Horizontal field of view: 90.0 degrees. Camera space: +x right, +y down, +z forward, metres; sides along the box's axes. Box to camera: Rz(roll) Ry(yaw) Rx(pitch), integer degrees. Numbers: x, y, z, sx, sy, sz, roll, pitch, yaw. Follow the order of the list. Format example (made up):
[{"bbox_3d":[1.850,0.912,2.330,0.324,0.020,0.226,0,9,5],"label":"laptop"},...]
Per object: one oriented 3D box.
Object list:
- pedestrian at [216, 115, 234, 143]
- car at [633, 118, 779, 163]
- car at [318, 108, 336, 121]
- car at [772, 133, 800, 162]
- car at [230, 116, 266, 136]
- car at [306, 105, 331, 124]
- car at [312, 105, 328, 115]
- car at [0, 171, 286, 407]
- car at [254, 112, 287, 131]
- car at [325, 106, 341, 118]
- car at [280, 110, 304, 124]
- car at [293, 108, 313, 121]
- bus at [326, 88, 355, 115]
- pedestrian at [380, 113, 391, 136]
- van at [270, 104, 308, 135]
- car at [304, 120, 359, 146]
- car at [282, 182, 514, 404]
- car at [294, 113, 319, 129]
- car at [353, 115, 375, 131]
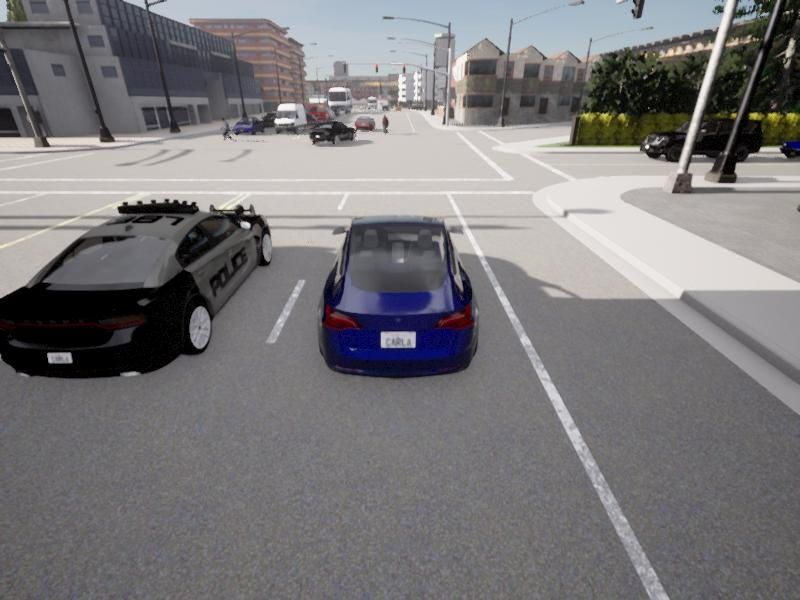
[{"bbox_3d":[-13.332,-13.060,30.556,0.751,1.860,0.751,-20,33,-34],"label":"pedestrian"},{"bbox_3d":[15.946,-8.480,21.174,5.566,2.045,2.150,0,26,0],"label":"car"},{"bbox_3d":[-10.883,-27.852,59.961,1.812,1.442,4.674,0,28,0],"label":"car"},{"bbox_3d":[23.279,-8.137,21.327,4.718,1.301,1.895,0,26,0],"label":"car"},{"bbox_3d":[-14.232,-16.417,37.722,1.816,1.474,4.193,0,27,0],"label":"car"},{"bbox_3d":[-10.831,-24.912,53.739,2.150,2.045,5.566,0,28,0],"label":"car"},{"bbox_3d":[-14.467,-34.422,72.307,1.882,1.535,5.008,0,27,0],"label":"car"},{"bbox_3d":[-3.523,-0.758,6.333,1.930,1.638,5.238,0,27,0],"label":"car"},{"bbox_3d":[-14.276,-19.940,44.554,1.930,1.638,5.238,0,27,0],"label":"car"},{"bbox_3d":[-10.921,-30.870,65.594,1.816,1.474,4.193,0,28,0],"label":"car"},{"bbox_3d":[-14.337,-24.478,53.458,1.882,1.535,5.008,0,27,0],"label":"car"},{"bbox_3d":[-14.384,-27.730,59.677,1.837,1.490,4.892,0,28,0],"label":"car"},{"bbox_3d":[-10.863,-36.974,74.319,3.944,4.253,10.273,0,27,0],"label":"bus"},{"bbox_3d":[-1.308,-15.988,36.408,0.751,1.860,0.751,-18,32,-32],"label":"pedestrian"},{"bbox_3d":[-10.737,-17.788,39.265,1.988,2.561,5.915,0,27,0],"label":"van"},{"bbox_3d":[-5.028,-12.685,30.212,1.882,1.535,5.008,9,27,17],"label":"car"},{"bbox_3d":[-0.030,-0.608,6.209,2.163,1.488,4.792,0,27,0],"label":"car"},{"bbox_3d":[-10.724,-20.735,46.326,1.812,1.442,4.674,0,27,0],"label":"car"},{"bbox_3d":[-3.819,-19.304,43.578,1.994,1.385,4.181,0,27,0],"label":"car"}]
